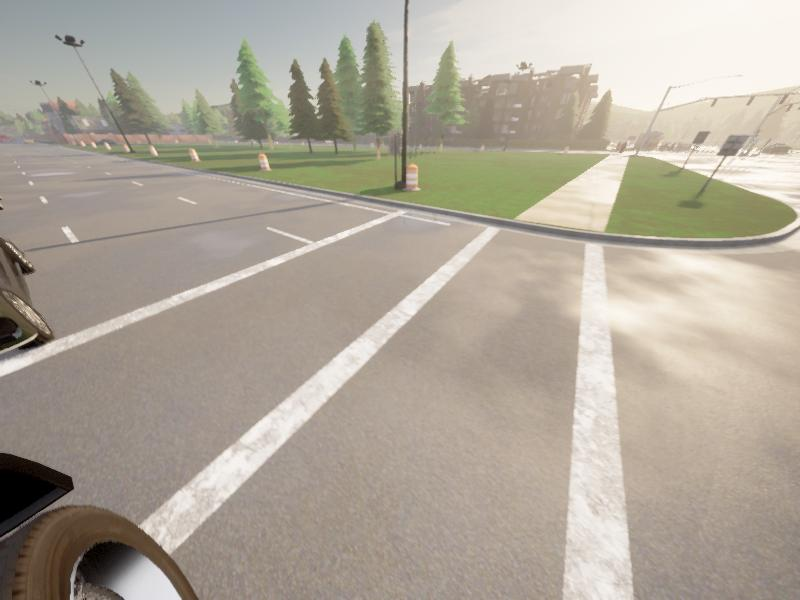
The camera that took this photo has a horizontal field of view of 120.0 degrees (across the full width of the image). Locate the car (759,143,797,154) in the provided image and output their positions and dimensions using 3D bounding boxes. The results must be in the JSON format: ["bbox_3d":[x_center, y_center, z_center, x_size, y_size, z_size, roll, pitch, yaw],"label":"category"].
[{"bbox_3d":[72.952,-29.390,44.756,1.930,1.638,5.238,22,41,28],"label":"car"}]

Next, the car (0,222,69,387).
[{"bbox_3d":[-6.788,-0.281,2.850,5.027,1.651,2.152,22,41,28],"label":"car"}]

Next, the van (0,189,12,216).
[{"bbox_3d":[-15.916,-4.146,7.946,4.442,1.987,1.775,22,41,28],"label":"van"}]

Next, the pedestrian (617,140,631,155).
[{"bbox_3d":[33.993,-23.142,35.092,0.751,1.860,0.751,24,41,29],"label":"pedestrian"}]

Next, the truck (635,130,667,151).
[{"bbox_3d":[60.499,-38.687,55.959,2.891,3.827,8.468,22,41,28],"label":"truck"}]

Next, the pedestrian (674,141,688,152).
[{"bbox_3d":[56.055,-30.581,46.084,0.751,1.860,0.751,18,39,23],"label":"pedestrian"}]

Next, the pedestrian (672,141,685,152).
[{"bbox_3d":[56.736,-31.301,47.111,0.751,1.860,0.751,19,39,24],"label":"pedestrian"}]
